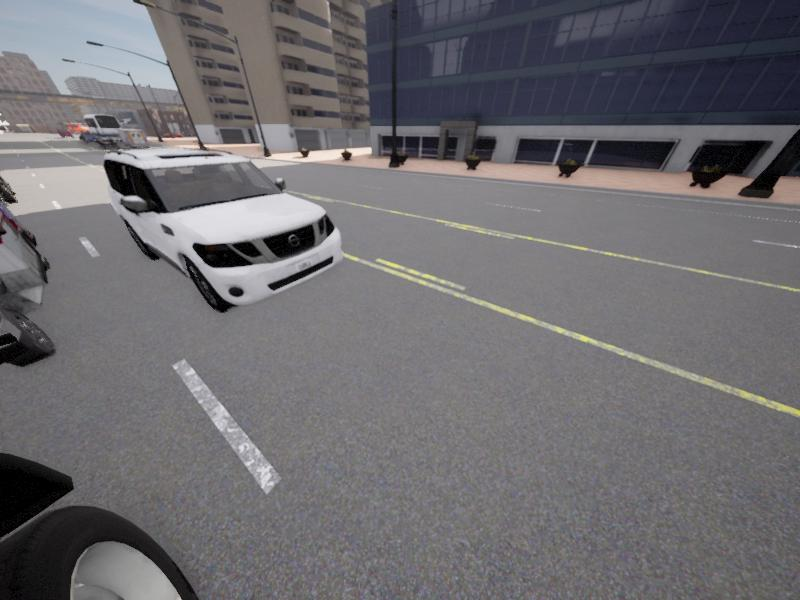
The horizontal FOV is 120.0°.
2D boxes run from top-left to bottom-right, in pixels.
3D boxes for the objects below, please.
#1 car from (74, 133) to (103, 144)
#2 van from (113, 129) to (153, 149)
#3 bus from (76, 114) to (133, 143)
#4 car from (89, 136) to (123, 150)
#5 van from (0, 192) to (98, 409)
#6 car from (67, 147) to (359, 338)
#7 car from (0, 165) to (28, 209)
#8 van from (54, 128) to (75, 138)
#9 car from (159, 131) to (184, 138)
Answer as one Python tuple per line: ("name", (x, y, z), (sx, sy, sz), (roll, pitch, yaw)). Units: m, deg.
("car", (-55.987, -29.032, 41.533), (5.357, 1.411, 2.033), (24, 42, 27))
("van", (-43.940, -26.572, 38.004), (6.366, 2.431, 2.351), (24, 42, 27))
("bus", (-57.155, -33.179, 44.714), (10.273, 4.253, 3.944), (24, 41, 27))
("car", (-45.256, -24.219, 35.547), (4.902, 1.511, 2.128), (24, 42, 27))
("van", (-6.917, -0.706, 2.835), (6.366, 2.431, 2.351), (22, 41, 29))
("car", (-3.716, -1.733, 4.592), (5.566, 2.045, 2.150), (22, 40, 28))
("car", (-17.308, -4.657, 9.132), (4.902, 1.511, 2.128), (22, 41, 28))
("van", (-79.056, -39.399, 54.447), (4.442, 1.987, 1.775), (24, 41, 28))
("car", (-67.119, -48.496, 67.842), (2.242, 1.667, 4.611), (24, 42, 29))
